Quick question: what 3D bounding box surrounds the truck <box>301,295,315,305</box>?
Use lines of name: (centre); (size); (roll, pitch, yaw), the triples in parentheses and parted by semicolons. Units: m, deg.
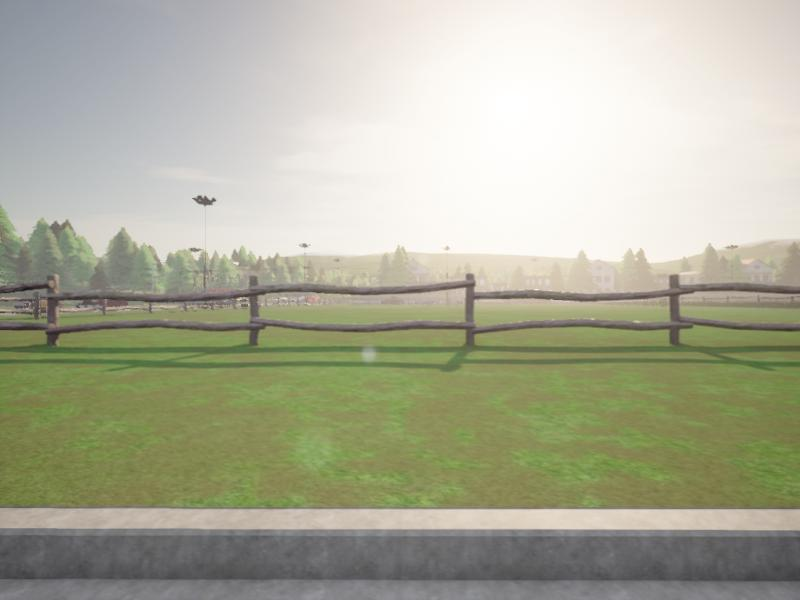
truck: (-24.546, -0.017, 107.031); (2.627, 2.467, 5.204); (0, 0, 1)

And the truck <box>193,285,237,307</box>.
truck: (-34.753, -0.725, 75.629); (2.891, 3.827, 8.468); (0, 0, 13)

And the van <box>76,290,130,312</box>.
van: (-29.336, 0.094, 39.713); (2.069, 2.038, 4.480); (0, 0, 1)

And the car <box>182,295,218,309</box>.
car: (-25.608, 0.291, 51.319); (2.242, 1.667, 4.611); (0, 0, 1)

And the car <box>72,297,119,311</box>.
car: (-32.766, 0.392, 43.221); (1.816, 1.474, 4.193); (0, 0, 1)

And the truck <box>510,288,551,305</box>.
truck: (29.911, -0.864, 91.688); (8.468, 3.827, 2.891); (0, 0, 1)

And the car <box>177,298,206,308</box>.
car: (-38.600, 0.529, 74.307); (2.152, 1.651, 5.027); (0, 0, 9)

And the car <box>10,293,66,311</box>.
car: (-39.752, 0.209, 44.097); (1.932, 1.855, 4.605); (0, 0, 1)

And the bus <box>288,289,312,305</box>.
bus: (-27.830, -0.894, 112.118); (3.944, 4.253, 10.273); (0, 0, 1)

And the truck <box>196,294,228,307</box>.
truck: (-32.210, 0.120, 68.748); (2.390, 2.098, 6.274); (0, 0, 1)
